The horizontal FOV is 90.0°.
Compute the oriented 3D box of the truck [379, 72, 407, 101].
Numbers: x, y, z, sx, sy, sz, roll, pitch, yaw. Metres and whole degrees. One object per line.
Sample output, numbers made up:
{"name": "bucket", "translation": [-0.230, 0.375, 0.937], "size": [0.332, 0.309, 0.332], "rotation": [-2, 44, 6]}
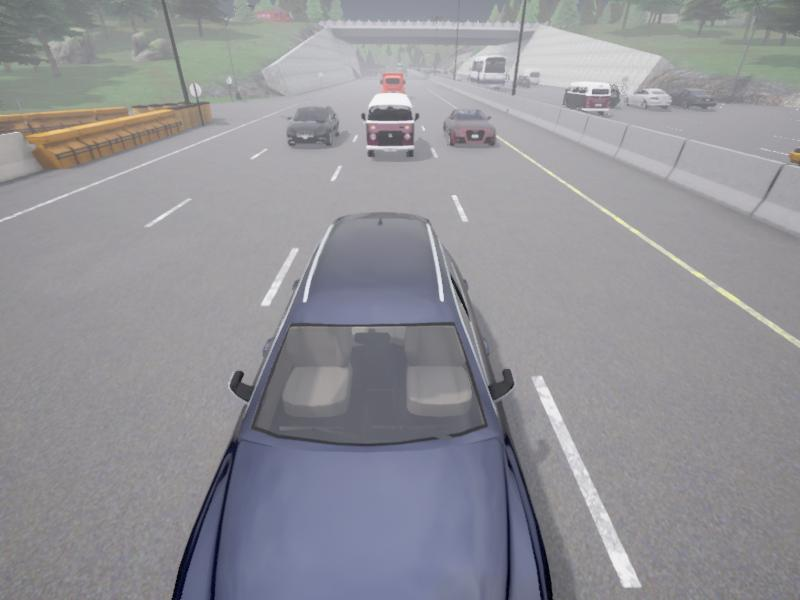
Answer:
{"name": "truck", "translation": [-0.703, -22.036, 41.214], "size": [2.627, 2.467, 5.204], "rotation": [0, 30, 0]}

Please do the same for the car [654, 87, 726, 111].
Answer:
{"name": "car", "translation": [23.907, -16.768, 33.297], "size": [2.033, 1.411, 5.357], "rotation": [0, 30, -1]}

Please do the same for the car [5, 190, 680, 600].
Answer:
{"name": "car", "translation": [-0.198, 0.520, 3.495], "size": [2.033, 1.649, 4.856], "rotation": [0, 30, -1]}

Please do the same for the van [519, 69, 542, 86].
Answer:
{"name": "van", "translation": [23.390, -40.120, 72.072], "size": [1.988, 2.561, 5.915], "rotation": [0, 30, -1]}

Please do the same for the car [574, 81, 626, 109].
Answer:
{"name": "car", "translation": [16.893, -17.509, 34.076], "size": [1.932, 1.855, 4.605], "rotation": [0, 30, -1]}

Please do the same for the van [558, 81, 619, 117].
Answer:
{"name": "van", "translation": [13.463, -14.593, 28.930], "size": [2.069, 2.038, 4.480], "rotation": [0, 30, -1]}

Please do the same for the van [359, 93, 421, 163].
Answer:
{"name": "van", "translation": [-0.366, -6.942, 15.840], "size": [2.069, 2.038, 4.480], "rotation": [0, 30, -1]}

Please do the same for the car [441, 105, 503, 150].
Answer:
{"name": "car", "translation": [3.103, -7.950, 18.232], "size": [1.994, 1.385, 4.181], "rotation": [0, 30, -1]}

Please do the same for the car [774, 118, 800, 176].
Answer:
{"name": "car", "translation": [13.701, -3.816, 10.967], "size": [1.801, 1.575, 5.366], "rotation": [0, 30, -1]}

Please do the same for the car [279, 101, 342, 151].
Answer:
{"name": "car", "translation": [-3.898, -8.071, 18.306], "size": [1.837, 1.490, 4.892], "rotation": [0, 30, -1]}

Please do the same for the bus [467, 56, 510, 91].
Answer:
{"name": "bus", "translation": [12.922, -33.941, 59.814], "size": [3.944, 4.253, 10.273], "rotation": [0, 31, -1]}

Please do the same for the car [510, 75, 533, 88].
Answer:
{"name": "car", "translation": [19.967, -36.083, 66.032], "size": [2.242, 1.667, 4.611], "rotation": [0, 30, -1]}

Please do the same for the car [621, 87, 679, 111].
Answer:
{"name": "car", "translation": [20.410, -16.576, 32.916], "size": [1.812, 1.442, 4.674], "rotation": [0, 30, -1]}
